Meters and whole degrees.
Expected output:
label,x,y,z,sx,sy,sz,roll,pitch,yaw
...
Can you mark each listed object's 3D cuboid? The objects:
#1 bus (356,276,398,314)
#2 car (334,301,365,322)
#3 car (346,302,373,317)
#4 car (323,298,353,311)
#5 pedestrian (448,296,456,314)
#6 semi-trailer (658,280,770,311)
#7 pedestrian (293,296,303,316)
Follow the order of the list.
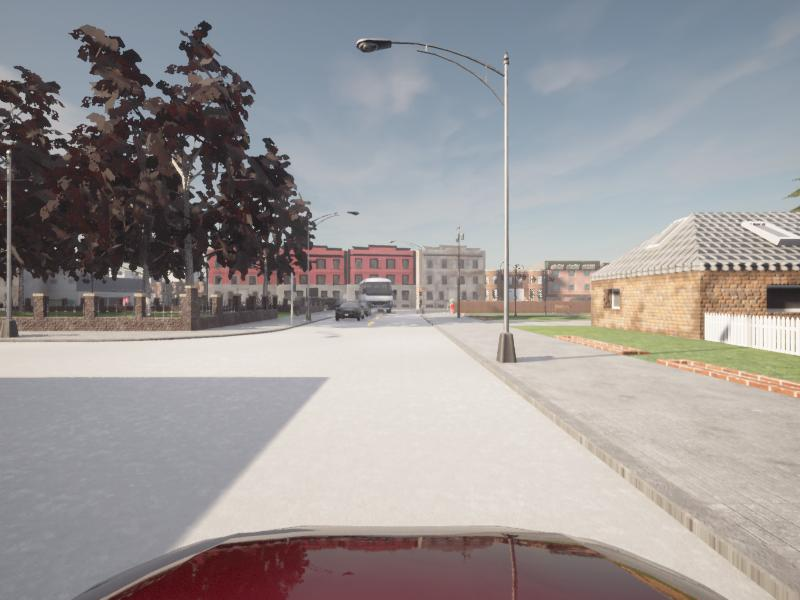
label,x,y,z,sx,sy,sz,roll,pitch,yaw
bus,-3.124,-0.534,50.403,3.944,4.253,10.273,0,0,-11
car,-3.937,0.823,32.015,1.882,1.535,5.008,0,0,0
car,-3.869,0.895,39.441,2.033,1.411,5.357,0,0,1
car,-8.932,0.645,57.914,3.866,1.878,1.905,0,0,11
pedestrian,5.301,0.525,40.651,0.751,1.860,0.751,0,0,8
semi-trailer,45.578,-0.617,58.349,14.254,4.402,2.717,0,0,0
pedestrian,-9.215,0.533,36.174,0.751,1.860,0.751,0,0,0
